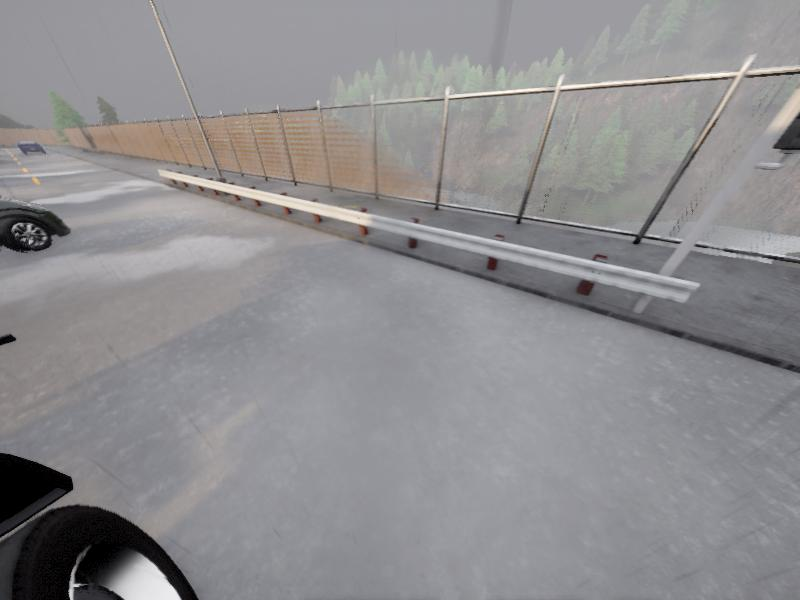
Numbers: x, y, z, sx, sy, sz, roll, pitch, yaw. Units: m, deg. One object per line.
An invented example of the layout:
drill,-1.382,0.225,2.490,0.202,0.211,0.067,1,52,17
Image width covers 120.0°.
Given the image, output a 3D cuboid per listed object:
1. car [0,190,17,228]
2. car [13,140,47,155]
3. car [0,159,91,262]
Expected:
car,-14.259,-3.345,7.071,5.238,1.638,1.930,22,41,28
car,-52.308,-21.629,32.664,5.008,1.535,1.882,22,41,28
car,-9.715,-1.226,3.984,2.097,1.767,4.553,7,36,10
